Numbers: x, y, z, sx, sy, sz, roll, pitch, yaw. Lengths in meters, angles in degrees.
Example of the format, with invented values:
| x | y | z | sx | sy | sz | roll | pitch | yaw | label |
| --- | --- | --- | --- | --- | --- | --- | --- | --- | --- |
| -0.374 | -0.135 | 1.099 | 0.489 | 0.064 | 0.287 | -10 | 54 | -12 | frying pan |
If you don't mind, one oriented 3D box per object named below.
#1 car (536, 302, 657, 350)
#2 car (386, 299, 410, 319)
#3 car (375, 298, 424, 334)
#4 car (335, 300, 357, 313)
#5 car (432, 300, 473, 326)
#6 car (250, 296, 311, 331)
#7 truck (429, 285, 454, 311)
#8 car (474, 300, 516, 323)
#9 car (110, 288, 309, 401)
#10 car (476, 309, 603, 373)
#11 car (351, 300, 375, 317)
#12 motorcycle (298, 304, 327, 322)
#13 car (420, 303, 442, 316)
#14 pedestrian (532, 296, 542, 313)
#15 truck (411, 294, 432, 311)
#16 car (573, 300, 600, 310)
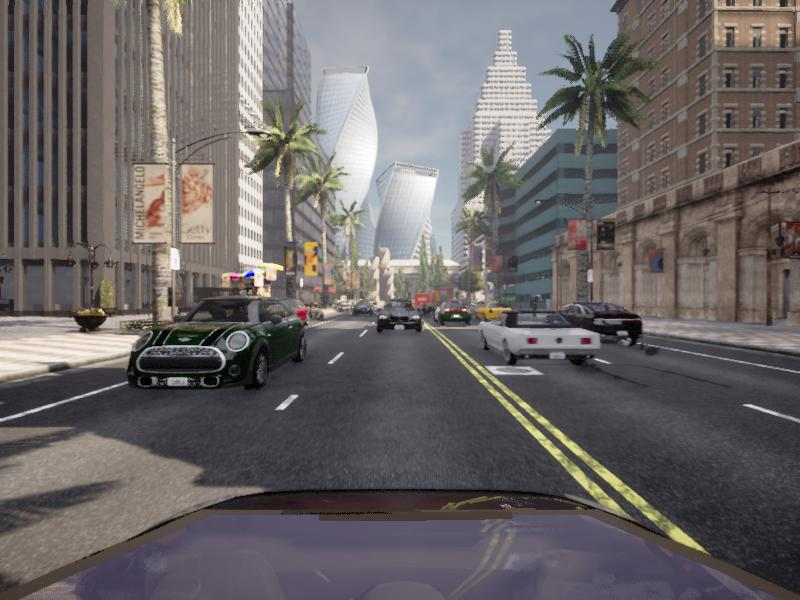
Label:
| x | y | z | sx | sy | sz | roll | pitch | yaw | label |
| --- | --- | --- | --- | --- | --- | --- | --- | --- | --- |
| 7.012 | 0.832 | 15.039 | 2.128 | 1.511 | 4.902 | 0 | 0 | 0 | car |
| -0.172 | 0.770 | 35.998 | 2.033 | 1.649 | 4.856 | 0 | 0 | -1 | car |
| -0.051 | 0.752 | 20.844 | 2.242 | 1.667 | 4.611 | 0 | 0 | -1 | car |
| -6.938 | 0.814 | 52.159 | 2.231 | 1.521 | 4.892 | 0 | 0 | -1 | car |
| 3.424 | 0.817 | 26.962 | 2.038 | 1.542 | 4.974 | 0 | 0 | -1 | car |
| -6.624 | 0.693 | 22.785 | 2.185 | 1.767 | 4.553 | 0 | 0 | -1 | car |
| 6.522 | -0.335 | 64.124 | 2.891 | 3.827 | 8.468 | 0 | 0 | -1 | truck |
| 6.895 | 0.795 | 29.743 | 1.801 | 1.575 | 5.366 | 0 | 0 | -1 | car |
| -3.499 | 0.692 | 8.539 | 2.097 | 1.767 | 4.553 | 0 | 0 | 0 | car |
| 3.513 | 0.941 | 11.122 | 1.895 | 1.301 | 4.718 | 0 | 0 | 0 | car |
| -3.730 | 0.813 | 41.153 | 2.038 | 1.542 | 4.974 | 0 | 0 | -1 | car |
| -6.554 | 0.975 | 30.142 | 0.764 | 1.277 | 2.356 | 0 | 0 | 29 | motorcycle |
| 3.252 | 0.935 | 42.872 | 1.895 | 1.301 | 4.718 | 0 | 0 | -1 | car |
| 15.000 | 0.476 | 43.951 | 0.751 | 1.860 | 0.751 | 0 | 0 | -15 | pedestrian |
| 3.082 | 0.344 | 58.483 | 2.627 | 2.467 | 5.204 | 0 | 0 | -1 | truck |
| 27.881 | 0.751 | 59.995 | 2.007 | 1.523 | 4.514 | 0 | 0 | -1 | car |
